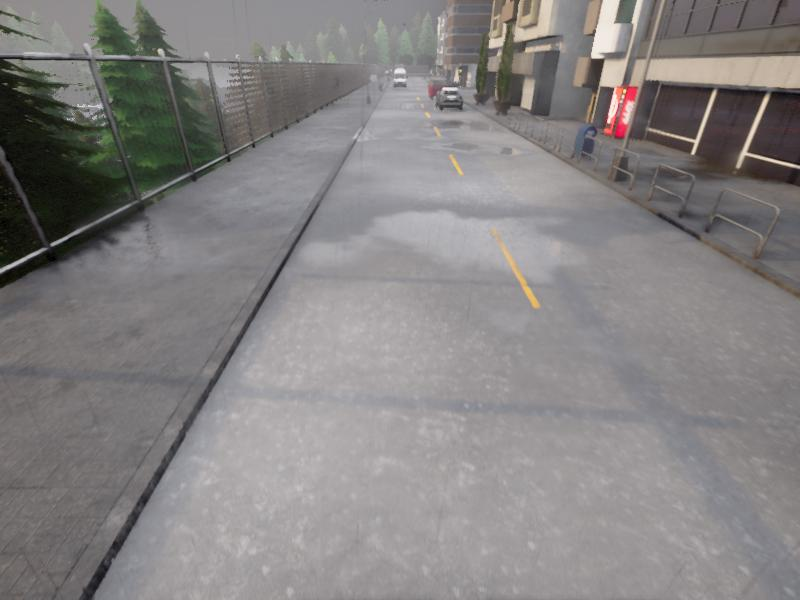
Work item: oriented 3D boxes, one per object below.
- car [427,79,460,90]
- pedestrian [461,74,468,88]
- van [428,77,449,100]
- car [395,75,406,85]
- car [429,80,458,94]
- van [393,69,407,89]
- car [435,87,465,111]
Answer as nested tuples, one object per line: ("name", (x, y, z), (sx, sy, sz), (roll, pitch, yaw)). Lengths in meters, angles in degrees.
("car", (6.572, -32.646, 60.511), (1.895, 1.301, 4.718), (-27, 40, -38))
("pedestrian", (9.832, -33.352, 60.888), (0.751, 1.860, 0.751), (-1, 30, -2))
("van", (4.009, -22.281, 42.117), (1.775, 1.987, 4.442), (0, 30, 0))
("car", (0.031, -43.832, 79.587), (2.152, 1.651, 5.027), (0, 30, 0))
("car", (5.642, -27.379, 51.421), (1.970, 1.475, 3.806), (20, 36, 30))
("van", (0.016, -34.255, 61.995), (1.988, 2.561, 5.915), (0, 30, 0))
("car", (4.008, -16.496, 32.734), (1.970, 1.475, 3.806), (0, 30, 0))
